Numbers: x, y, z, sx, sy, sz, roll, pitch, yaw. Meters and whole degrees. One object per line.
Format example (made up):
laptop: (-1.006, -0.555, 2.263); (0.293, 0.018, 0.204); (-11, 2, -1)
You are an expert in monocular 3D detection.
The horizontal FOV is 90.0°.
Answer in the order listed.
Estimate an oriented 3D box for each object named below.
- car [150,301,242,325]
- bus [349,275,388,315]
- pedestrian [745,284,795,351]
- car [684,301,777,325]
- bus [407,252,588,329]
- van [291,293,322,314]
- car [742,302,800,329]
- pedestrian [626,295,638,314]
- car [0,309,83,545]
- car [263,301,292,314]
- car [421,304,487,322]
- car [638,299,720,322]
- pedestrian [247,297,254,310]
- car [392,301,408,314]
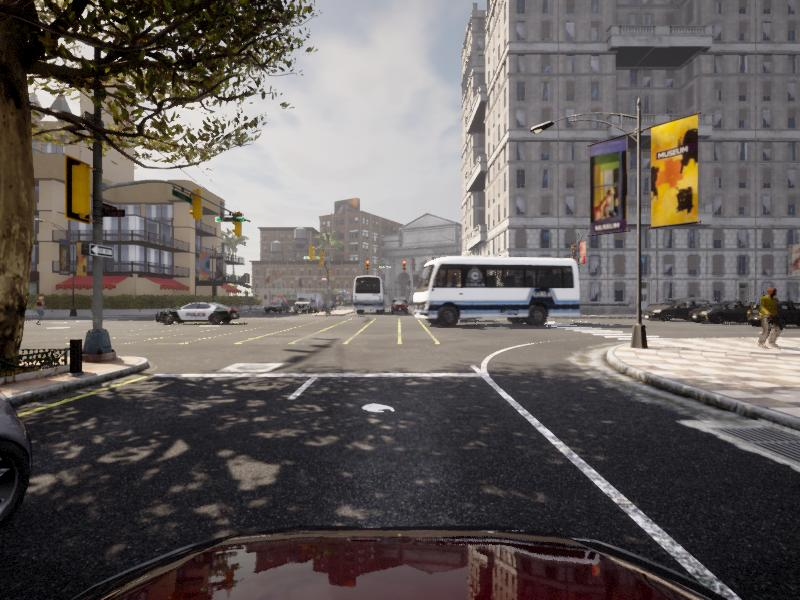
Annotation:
car: (-13.307, 0.823, 26.316); (4.974, 1.542, 2.038); (0, 0, 0)
bus: (-3.622, -0.541, 48.601); (3.944, 4.253, 10.273); (0, 0, 0)
pedestrian: (10.667, 0.483, 11.543); (0.751, 1.860, 0.751); (0, 0, -3)
car: (21.771, 0.824, 26.509); (4.514, 1.525, 2.007); (0, 0, 0)
bus: (5.911, -0.540, 25.055); (10.273, 4.253, 3.944); (0, 0, -11)
van: (-11.502, 0.371, 49.802); (2.351, 2.431, 6.366); (0, 0, 0)
car: (22.546, 0.851, 23.029); (4.193, 1.474, 1.816); (0, 0, 0)
pedestrian: (22.960, 0.479, 39.602); (0.751, 1.860, 0.751); (0, 0, 0)
car: (-3.492, 0.826, 1.425); (1.845, 1.501, 3.633); (0, 0, 0)
car: (-15.001, 0.888, 49.342); (2.033, 1.411, 5.357); (0, 0, 0)
car: (3.972, 0.939, 29.915); (4.718, 1.301, 1.895); (0, 0, 0)
car: (20.788, 0.752, 30.007); (4.611, 1.667, 2.242); (0, 0, 0)
pedestrian: (-21.916, 0.477, 58.555); (0.751, 1.860, 0.751); (0, 0, 9)
car: (-0.036, 0.863, 47.526); (1.812, 1.442, 4.674); (0, 0, 0)
